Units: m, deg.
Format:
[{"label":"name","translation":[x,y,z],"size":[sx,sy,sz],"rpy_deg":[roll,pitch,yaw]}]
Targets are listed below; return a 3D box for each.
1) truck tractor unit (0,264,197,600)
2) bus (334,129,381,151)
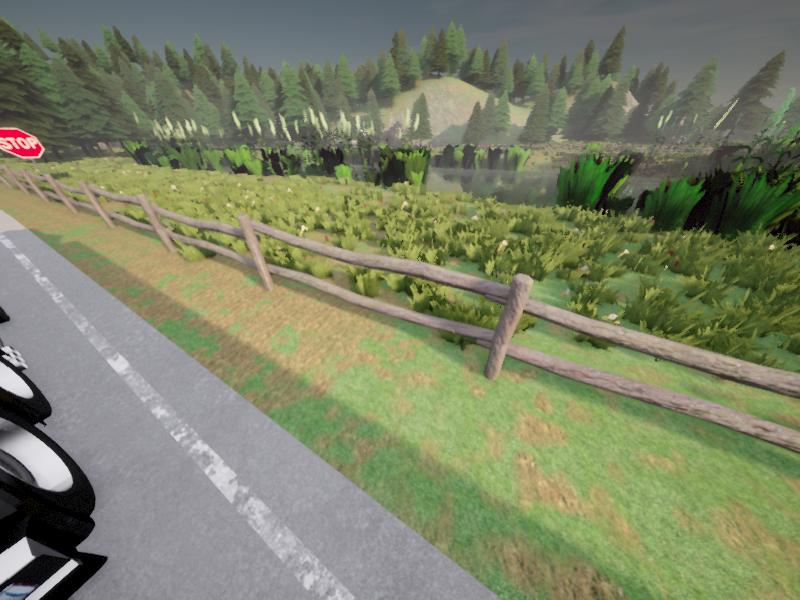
[{"label":"truck tractor unit","translation":[-5.117,-0.292,0.790],"size":[6.516,4.208,3.053],"rpy_deg":[18,39,24]},{"label":"bus","translation":[-10.232,-38.983,56.301],"size":[10.273,4.253,3.944],"rpy_deg":[12,37,17]}]
